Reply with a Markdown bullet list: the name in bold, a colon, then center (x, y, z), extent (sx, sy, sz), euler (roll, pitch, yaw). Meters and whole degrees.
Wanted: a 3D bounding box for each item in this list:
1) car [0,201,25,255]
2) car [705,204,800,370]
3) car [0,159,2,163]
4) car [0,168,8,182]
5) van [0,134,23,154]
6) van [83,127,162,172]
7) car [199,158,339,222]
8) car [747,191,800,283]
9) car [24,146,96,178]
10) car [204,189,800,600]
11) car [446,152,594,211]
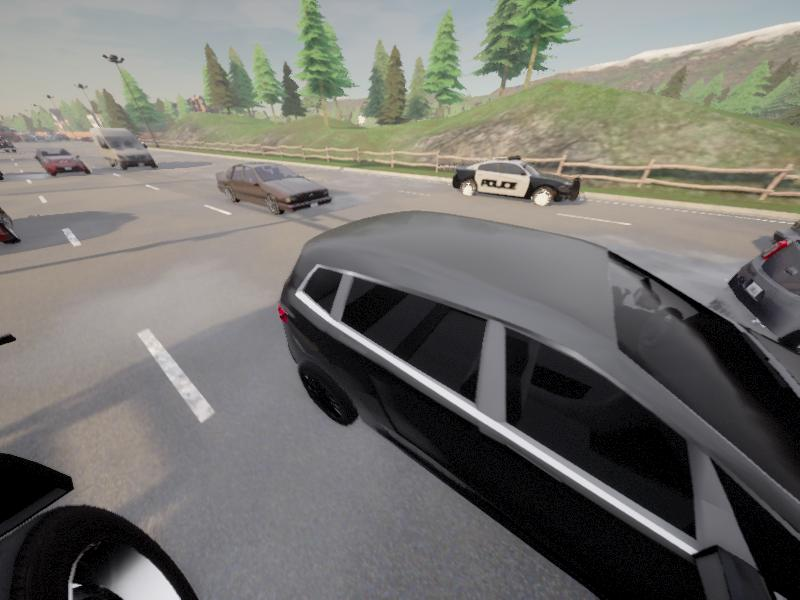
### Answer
- **car**: center (-11.111, -1.987, 5.342), extent (4.181, 1.385, 1.994), euler (22, 41, 28)
- **car**: center (6.510, 0.265, 2.306), extent (3.633, 1.501, 1.845), euler (22, 41, 28)
- **car**: center (-37.987, -13.096, 20.500), extent (4.792, 1.488, 2.163), euler (23, 41, 27)
- **car**: center (-24.542, -7.618, 12.860), extent (5.027, 1.651, 2.152), euler (22, 41, 28)
- **van**: center (-51.900, -20.052, 29.622), extent (4.480, 2.038, 2.069), euler (14, 37, 18)
- **van**: center (-21.290, -11.588, 17.724), extent (5.915, 2.561, 1.988), euler (22, 41, 28)
- **car**: center (-5.094, -4.455, 8.901), extent (5.357, 1.411, 2.033), euler (22, 41, 28)
- **car**: center (10.491, -0.510, 3.579), extent (5.357, 1.411, 2.033), euler (22, 41, 28)
- **car**: center (-21.897, -8.958, 14.876), extent (3.633, 1.501, 1.845), euler (22, 41, 28)
- **car**: center (1.106, 0.452, 1.835), extent (4.611, 1.667, 2.242), euler (22, 41, 28)
- **car**: center (4.931, -5.368, 10.137), extent (5.238, 1.638, 1.930), euler (22, 41, 28)
